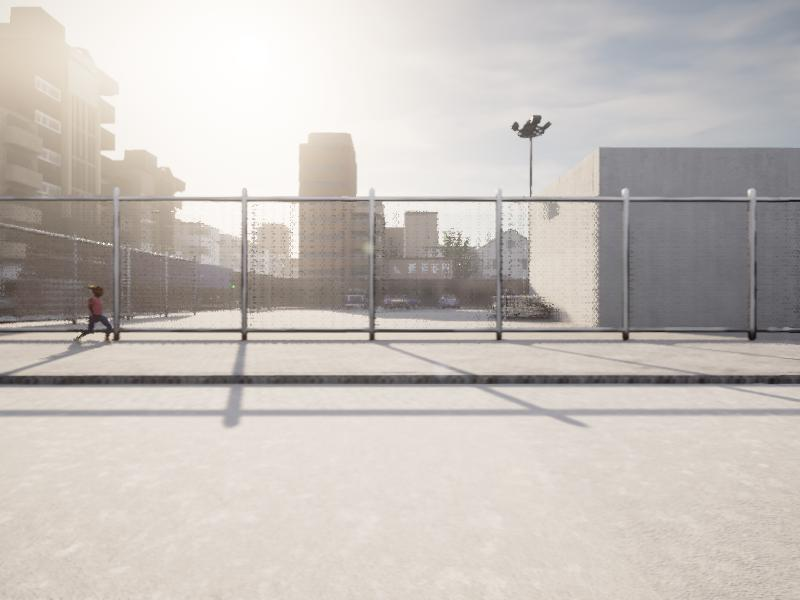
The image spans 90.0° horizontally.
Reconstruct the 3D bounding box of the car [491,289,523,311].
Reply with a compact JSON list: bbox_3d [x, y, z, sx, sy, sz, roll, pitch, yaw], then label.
[{"bbox_3d":[9.820,-0.014,37.087,1.905,1.878,3.866,0,0,0],"label":"car"}]

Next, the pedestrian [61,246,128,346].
[{"bbox_3d":[-5.954,-0.075,7.840,0.751,1.860,0.751,0,0,-1],"label":"pedestrian"}]

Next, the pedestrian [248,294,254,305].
[{"bbox_3d":[-25.829,-0.065,69.561,0.751,1.860,0.751,0,0,4],"label":"pedestrian"}]

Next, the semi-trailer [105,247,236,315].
[{"bbox_3d":[-17.819,-1.219,33.049,2.717,4.402,14.254,0,0,0],"label":"semi-trailer"}]

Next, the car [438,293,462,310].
[{"bbox_3d":[4.698,0.157,37.991,1.845,1.501,3.633,0,0,0],"label":"car"}]

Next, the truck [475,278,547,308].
[{"bbox_3d":[14.305,-0.919,52.066,8.468,3.827,2.891,0,0,0],"label":"truck"}]

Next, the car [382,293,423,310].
[{"bbox_3d":[0.249,0.147,37.398,3.705,1.547,1.789,0,0,0],"label":"car"}]

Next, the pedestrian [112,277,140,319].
[{"bbox_3d":[-12.468,-0.075,18.224,0.751,1.860,0.751,0,0,0],"label":"pedestrian"}]

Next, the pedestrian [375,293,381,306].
[{"bbox_3d":[-3.151,-0.074,57.088,0.751,1.860,0.751,0,0,2],"label":"pedestrian"}]

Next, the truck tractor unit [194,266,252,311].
[{"bbox_3d":[-17.866,-1.096,40.969,3.053,4.208,6.516,0,0,0],"label":"truck tractor unit"}]

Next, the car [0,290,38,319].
[{"bbox_3d":[-21.779,0.229,20.723,2.007,1.525,4.514,0,0,-1],"label":"car"}]

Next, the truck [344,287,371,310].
[{"bbox_3d":[-3.940,-0.093,37.703,2.069,2.038,4.478,0,0,0],"label":"truck"}]

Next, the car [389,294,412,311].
[{"bbox_3d":[0.021,0.218,37.557,2.033,1.415,5.357,0,0,0],"label":"car"}]
